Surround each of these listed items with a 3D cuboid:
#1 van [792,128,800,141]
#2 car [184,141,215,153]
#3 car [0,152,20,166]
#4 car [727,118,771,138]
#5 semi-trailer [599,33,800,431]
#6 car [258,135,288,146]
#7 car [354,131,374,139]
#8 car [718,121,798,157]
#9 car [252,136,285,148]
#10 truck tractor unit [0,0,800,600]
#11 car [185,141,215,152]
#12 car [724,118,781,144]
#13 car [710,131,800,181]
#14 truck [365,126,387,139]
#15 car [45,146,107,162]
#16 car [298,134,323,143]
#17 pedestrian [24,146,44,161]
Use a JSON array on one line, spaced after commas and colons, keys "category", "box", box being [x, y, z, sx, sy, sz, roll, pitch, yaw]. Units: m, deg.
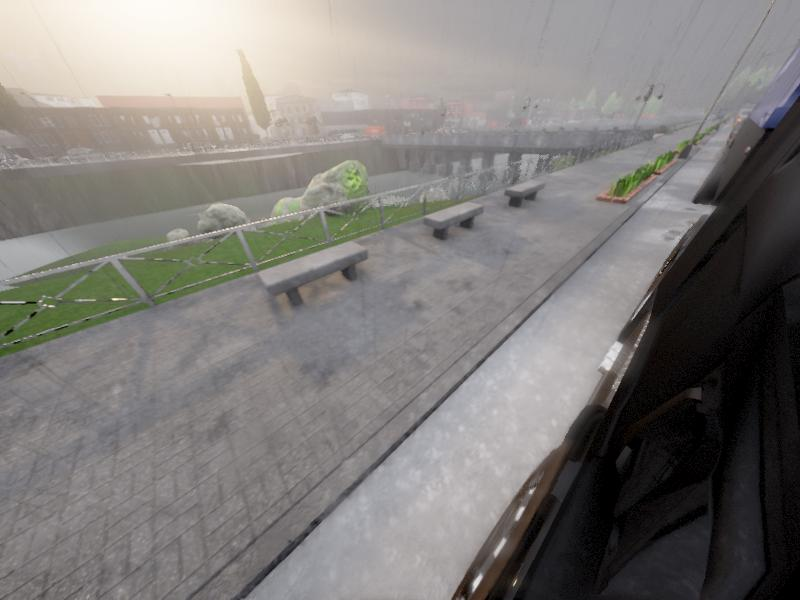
[{"category": "van", "box": [35.071, -14.397, 18.861, 4.480, 2.038, 2.069, -29, 44, -31]}, {"category": "car", "box": [-35.528, -27.190, 40.987, 3.806, 1.475, 1.970, -29, 44, -31]}, {"category": "car", "box": [-55.852, -19.011, 31.410, 3.806, 1.475, 1.970, -29, 44, -31]}, {"category": "car", "box": [34.895, -17.278, 23.186, 4.193, 1.474, 1.816, -29, 44, -31]}, {"category": "semi-trailer", "box": [8.645, -3.647, 4.272, 14.254, 4.402, 2.717, -29, 44, -30]}, {"category": "car", "box": [-27.711, -34.773, 50.449, 5.238, 1.638, 1.930, -30, 44, -31]}, {"category": "car", "box": [-9.818, -44.766, 62.668, 4.974, 1.542, 2.038, -29, 44, -31]}, {"category": "car", "box": [22.095, -10.092, 14.398, 4.514, 1.525, 2.007, -29, 44, -30]}, {"category": "car", "box": [-26.716, -32.177, 46.924, 5.238, 1.638, 1.930, -29, 44, -30]}, {"category": "truck tractor unit", "box": [2.645, -0.295, 0.352, 6.516, 4.208, 3.053, -28, 44, -30]}, {"category": "car", "box": [-37.792, -29.078, 43.651, 3.806, 1.475, 1.970, -29, 44, -30]}, {"category": "car", "box": [29.748, -14.355, 19.583, 4.514, 1.525, 2.007, -29, 44, -30]}, {"category": "car", "box": [15.453, -6.299, 9.909, 4.181, 1.385, 1.994, -29, 44, -30]}, {"category": "truck", "box": [-6.218, -43.955, 60.597, 5.204, 2.467, 2.627, -29, 44, -31]}, {"category": "car", "box": [-49.638, -22.553, 35.589, 5.238, 1.638, 1.930, -29, 44, -31]}, {"category": "car", "box": [-21.236, -38.390, 54.863, 4.856, 1.649, 2.033, -29, 44, -31]}, {"category": "pedestrian", "box": [-59.028, -23.665, 37.310, 0.751, 1.860, 0.751, -28, 44, -29]}]
